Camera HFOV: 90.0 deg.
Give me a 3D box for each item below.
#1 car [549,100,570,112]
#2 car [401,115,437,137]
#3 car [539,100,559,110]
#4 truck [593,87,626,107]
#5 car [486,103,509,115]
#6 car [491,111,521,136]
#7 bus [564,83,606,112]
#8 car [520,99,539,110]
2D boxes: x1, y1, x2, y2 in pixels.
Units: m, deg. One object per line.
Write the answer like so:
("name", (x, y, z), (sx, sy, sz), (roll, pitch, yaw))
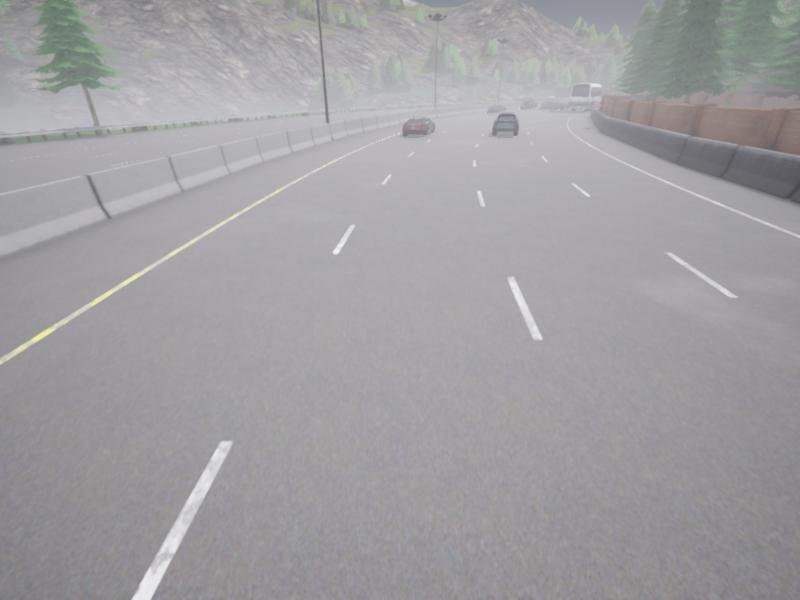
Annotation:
("car", (27.989, -33.978, 70.076), (2.152, 1.651, 5.027), (16, 32, 29))
("car", (1.604, -14.266, 32.683), (1.994, 1.385, 4.181), (7, 28, 14))
("car", (28.341, -37.064, 76.038), (2.033, 1.649, 4.856), (18, 33, 32))
("truck", (47.394, -45.977, 90.532), (8.468, 3.827, 2.891), (-24, 35, -37))
("car", (15.583, -30.579, 63.977), (2.033, 1.411, 5.357), (14, 31, 26))
("car", (8.722, -14.435, 32.592), (2.033, 1.649, 4.856), (6, 28, 14))
("bus", (32.536, -35.527, 70.123), (3.944, 4.253, 10.273), (17, 32, 30))
("car", (25.032, -37.790, 77.237), (1.932, 1.855, 4.605), (17, 33, 31))
